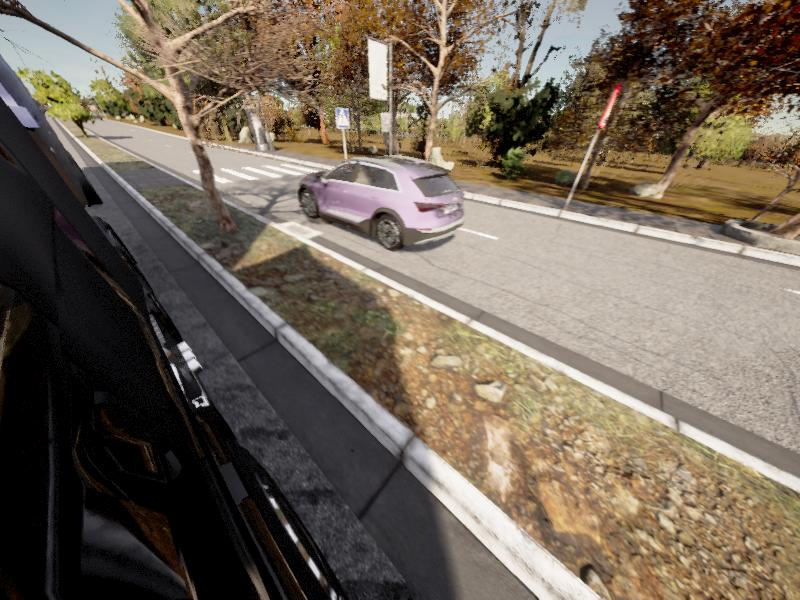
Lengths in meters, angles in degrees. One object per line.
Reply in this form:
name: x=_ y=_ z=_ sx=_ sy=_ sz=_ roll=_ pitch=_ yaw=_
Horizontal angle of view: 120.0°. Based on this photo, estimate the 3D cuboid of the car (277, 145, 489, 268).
car: x=-0.689 y=-2.727 z=5.859 sx=4.856 sy=1.649 sz=2.033 roll=28 pitch=44 yaw=30

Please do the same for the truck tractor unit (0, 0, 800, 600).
truck tractor unit: x=-2.645 y=-0.295 z=0.351 sx=6.516 sy=4.208 sz=3.053 roll=28 pitch=44 yaw=30

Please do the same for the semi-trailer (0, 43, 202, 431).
semi-trailer: x=-8.701 y=-3.601 z=4.232 sx=14.254 sy=4.402 sz=2.717 roll=28 pitch=44 yaw=30
